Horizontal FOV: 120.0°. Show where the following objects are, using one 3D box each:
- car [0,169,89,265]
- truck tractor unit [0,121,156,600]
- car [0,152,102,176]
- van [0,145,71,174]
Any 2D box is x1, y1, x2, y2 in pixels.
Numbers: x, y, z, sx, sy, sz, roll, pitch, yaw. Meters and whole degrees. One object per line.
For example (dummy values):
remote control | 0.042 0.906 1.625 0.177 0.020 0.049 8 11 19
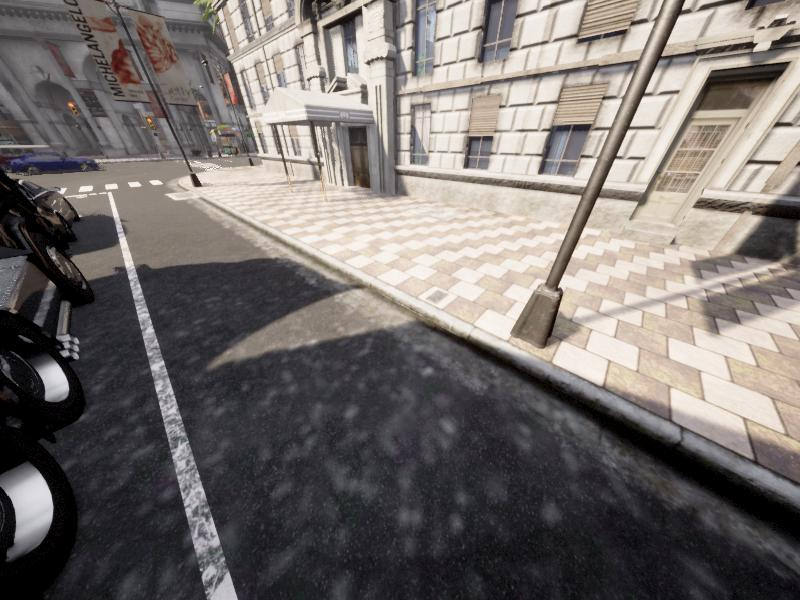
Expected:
car | -10.634 -2.442 6.257 4.902 1.511 2.128 28 44 34
truck tractor unit | -4.849 -0.504 1.069 6.516 4.208 3.053 28 44 34
car | -29.436 -11.707 19.753 1.812 1.442 4.674 28 44 34
van | -33.340 -12.459 20.390 1.775 1.987 4.442 28 44 34
